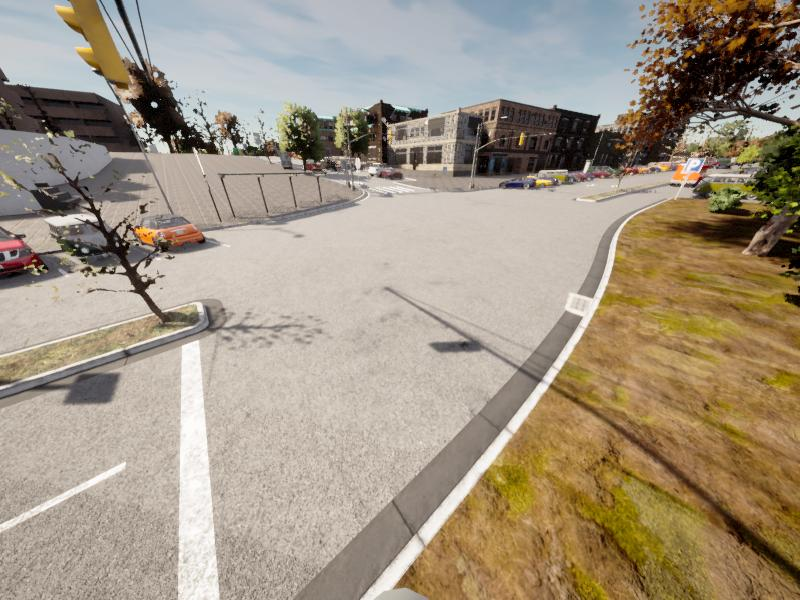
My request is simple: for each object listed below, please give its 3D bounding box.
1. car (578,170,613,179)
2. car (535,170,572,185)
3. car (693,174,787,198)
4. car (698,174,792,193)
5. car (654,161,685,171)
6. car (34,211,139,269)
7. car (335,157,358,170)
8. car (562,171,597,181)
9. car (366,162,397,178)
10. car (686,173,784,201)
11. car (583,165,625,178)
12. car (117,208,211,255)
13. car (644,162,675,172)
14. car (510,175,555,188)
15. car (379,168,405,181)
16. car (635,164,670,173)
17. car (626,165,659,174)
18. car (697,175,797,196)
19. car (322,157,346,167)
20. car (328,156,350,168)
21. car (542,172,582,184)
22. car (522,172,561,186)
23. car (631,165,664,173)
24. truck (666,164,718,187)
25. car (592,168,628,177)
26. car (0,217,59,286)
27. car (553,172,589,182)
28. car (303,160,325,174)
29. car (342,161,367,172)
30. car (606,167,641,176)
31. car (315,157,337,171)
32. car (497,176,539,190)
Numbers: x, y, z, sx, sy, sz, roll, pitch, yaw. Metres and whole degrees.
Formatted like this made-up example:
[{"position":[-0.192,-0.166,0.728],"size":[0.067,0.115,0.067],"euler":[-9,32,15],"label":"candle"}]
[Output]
[{"position":[36.781,-23.674,43.552],"size":[4.674,1.452,2.002],"euler":[20,37,33],"label":"car"},{"position":[24.186,-19.390,36.497],"size":[4.442,1.987,1.878],"euler":[19,36,31],"label":"car"},{"position":[33.092,-11.306,22.797],"size":[4.553,1.767,2.185],"euler":[20,37,31],"label":"car"},{"position":[37.900,-13.039,25.682],"size":[5.366,1.575,1.946],"euler":[21,38,31],"label":"car"},{"position":[68.170,-33.897,58.556],"size":[4.442,1.987,1.878],"euler":[22,38,35],"label":"car"},{"position":[-16.054,-3.211,11.856],"size":[4.442,1.987,1.878],"euler":[15,34,27],"label":"car"},{"position":[-10.866,-27.919,47.185],"size":[1.878,1.987,4.442],"euler":[21,37,23],"label":"car"},{"position":[31.680,-21.906,40.851],"size":[4.674,1.452,2.002],"euler":[19,36,32],"label":"car"},{"position":[-3.124,-22.424,39.795],"size":[2.435,2.045,5.566],"euler":[21,37,23],"label":"car"},{"position":[30.571,-10.506,21.390],"size":[4.442,1.987,1.878],"euler":[20,38,31],"label":"car"},{"position":[39.365,-24.796,44.732],"size":[5.566,2.045,2.435],"euler":[20,37,33],"label":"car"},{"position":[-13.789,-4.164,13.541],"size":[4.553,1.767,2.185],"euler":[15,35,27],"label":"car"},{"position":[62.903,-32.281,56.119],"size":[4.442,1.987,1.878],"euler":[22,38,35],"label":"car"},{"position":[19.246,-17.332,33.735],"size":[5.366,1.575,1.946],"euler":[18,36,31],"label":"car"},{"position":[-1.231,-20.775,38.067],"size":[2.002,1.452,4.674],"euler":[21,37,23],"label":"car"},{"position":[60.044,-31.365,55.174],"size":[5.366,1.575,1.946],"euler":[22,38,35],"label":"car"},{"position":[54.944,-29.664,52.587],"size":[4.892,1.521,2.231],"euler":[22,38,35],"label":"car"},{"position":[35.730,-12.037,24.127],"size":[5.366,1.575,1.946],"euler":[21,37,31],"label":"car"},{"position":[-14.577,-30.665,51.280],"size":[1.946,1.575,5.366],"euler":[21,37,23],"label":"car"},{"position":[-12.791,-29.317,49.059],"size":[1.878,1.987,4.442],"euler":[21,37,23],"label":"car"},{"position":[26.611,-20.140,38.075],"size":[4.892,1.521,2.231],"euler":[19,36,32],"label":"car"},{"position":[21.562,-18.424,35.211],"size":[4.553,1.767,2.185],"euler":[19,36,31],"label":"car"},{"position":[57.558,-30.497,53.847],"size":[5.008,1.535,2.097],"euler":[22,37,35],"label":"car"},{"position":[38.716,-16.597,30.665],"size":[5.204,2.467,2.627],"euler":[-19,35,-27],"label":"truck"},{"position":[41.921,-25.455,46.197],"size":[5.008,1.535,2.097],"euler":[20,37,33],"label":"car"},{"position":[-18.453,-2.226,10.271],"size":[5.566,2.045,2.435],"euler":[15,34,27],"label":"car"},{"position":[29.144,-21.005,39.471],"size":[4.674,1.452,2.002],"euler":[19,37,32],"label":"car"},{"position":[-14.843,-22.944,39.787],"size":[1.851,1.617,3.988],"euler":[-23,42,-34],"label":"car"},{"position":[-8.914,-26.385,45.522],"size":[2.231,1.521,4.892],"euler":[21,37,23],"label":"car"},{"position":[47.102,-27.159,48.787],"size":[5.008,1.535,2.097],"euler":[21,38,34],"label":"car"},{"position":[-13.875,-25.527,43.412],"size":[1.932,1.855,4.605],"euler":[-23,42,-34],"label":"car"},{"position":[16.543,-16.502,32.563],"size":[4.792,1.488,2.163],"euler":[18,36,31],"label":"car"}]
